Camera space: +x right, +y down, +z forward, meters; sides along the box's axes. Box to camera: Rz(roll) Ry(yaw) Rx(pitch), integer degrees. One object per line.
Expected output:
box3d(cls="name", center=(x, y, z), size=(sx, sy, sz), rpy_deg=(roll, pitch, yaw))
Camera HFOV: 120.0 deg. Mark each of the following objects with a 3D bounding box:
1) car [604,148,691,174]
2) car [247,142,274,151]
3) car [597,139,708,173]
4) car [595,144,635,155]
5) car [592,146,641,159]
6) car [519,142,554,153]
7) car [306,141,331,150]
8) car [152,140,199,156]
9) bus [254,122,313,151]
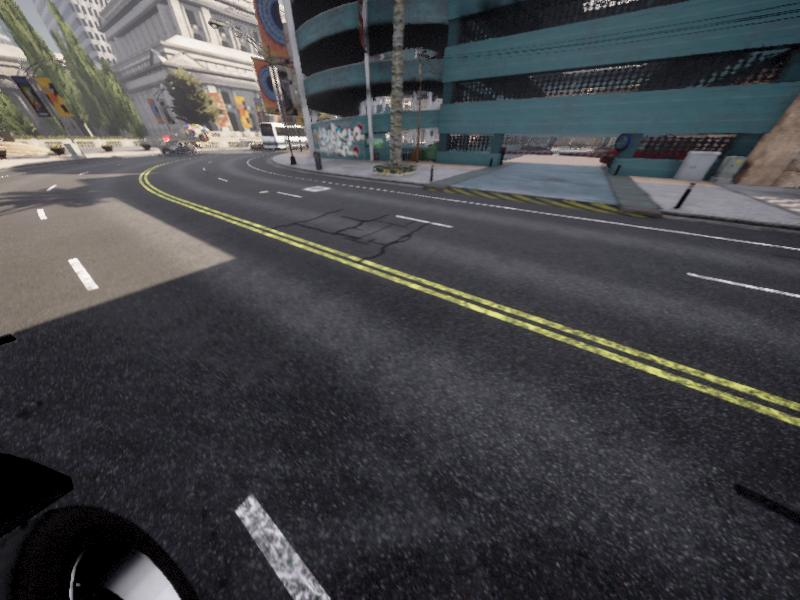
box3d(cls="car", center=(20.178, -11.596, 19.196), size=(4.514, 1.523, 2.007), rpy_deg=(22, 40, 27))
box3d(cls="car", center=(-26.619, -29.455, 44.229), size=(1.994, 1.385, 4.181), rpy_deg=(9, 36, 12))
box3d(cls="car", center=(20.133, -11.936, 18.997), size=(5.566, 2.045, 2.435), rpy_deg=(22, 40, 27))
box3d(cls="car", center=(36.820, -25.948, 39.770), size=(4.786, 1.482, 2.161), rpy_deg=(22, 40, 27))
box3d(cls="car", center=(29.912, -20.576, 32.142), size=(4.718, 1.301, 1.895), rpy_deg=(22, 40, 27))
box3d(cls="car", center=(24.934, -27.871, 42.285), size=(4.902, 1.511, 2.128), rpy_deg=(22, 40, 27))
box3d(cls="car", center=(-17.096, -32.579, 48.638), size=(2.038, 1.542, 4.974), rpy_deg=(16, 38, 20))
box3d(cls="car", center=(-31.247, -21.382, 32.445), size=(2.242, 1.667, 4.611), rpy_deg=(-2, 35, -4))
box3d(cls="bus", center=(-22.336, -32.136, 45.586), size=(3.944, 4.253, 10.273), rpy_deg=(11, 36, 14))
